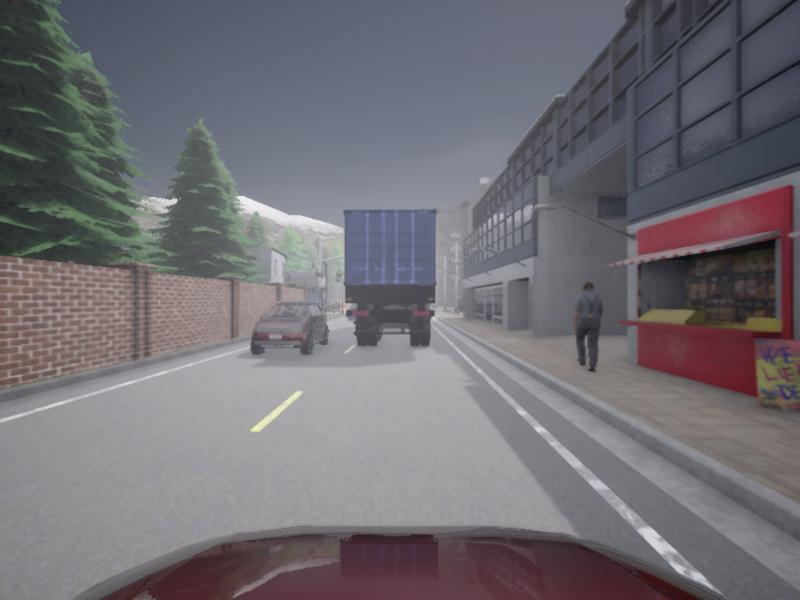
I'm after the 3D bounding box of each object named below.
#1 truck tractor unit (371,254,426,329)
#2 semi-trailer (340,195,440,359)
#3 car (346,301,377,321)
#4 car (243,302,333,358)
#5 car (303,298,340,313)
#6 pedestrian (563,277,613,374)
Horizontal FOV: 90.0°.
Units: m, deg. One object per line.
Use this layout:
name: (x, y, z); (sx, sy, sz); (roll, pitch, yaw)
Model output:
truck tractor unit: (-0.015, -0.484, 25.836); (3.053, 4.208, 6.516); (0, 0, 1)
semi-trailer: (-0.154, -0.595, 17.924); (2.717, 4.402, 14.254); (0, 0, 1)
car: (-3.060, 0.868, 32.763); (2.007, 1.525, 4.514); (0, 0, 1)
car: (-3.388, 0.833, 12.853); (1.789, 1.549, 3.705); (0, 0, 1)
car: (-10.403, 0.703, 53.219); (4.605, 1.855, 1.932); (1, 0, -2)
pedestrian: (3.797, 0.495, 8.131); (0.751, 1.860, 0.751); (0, 0, 10)
